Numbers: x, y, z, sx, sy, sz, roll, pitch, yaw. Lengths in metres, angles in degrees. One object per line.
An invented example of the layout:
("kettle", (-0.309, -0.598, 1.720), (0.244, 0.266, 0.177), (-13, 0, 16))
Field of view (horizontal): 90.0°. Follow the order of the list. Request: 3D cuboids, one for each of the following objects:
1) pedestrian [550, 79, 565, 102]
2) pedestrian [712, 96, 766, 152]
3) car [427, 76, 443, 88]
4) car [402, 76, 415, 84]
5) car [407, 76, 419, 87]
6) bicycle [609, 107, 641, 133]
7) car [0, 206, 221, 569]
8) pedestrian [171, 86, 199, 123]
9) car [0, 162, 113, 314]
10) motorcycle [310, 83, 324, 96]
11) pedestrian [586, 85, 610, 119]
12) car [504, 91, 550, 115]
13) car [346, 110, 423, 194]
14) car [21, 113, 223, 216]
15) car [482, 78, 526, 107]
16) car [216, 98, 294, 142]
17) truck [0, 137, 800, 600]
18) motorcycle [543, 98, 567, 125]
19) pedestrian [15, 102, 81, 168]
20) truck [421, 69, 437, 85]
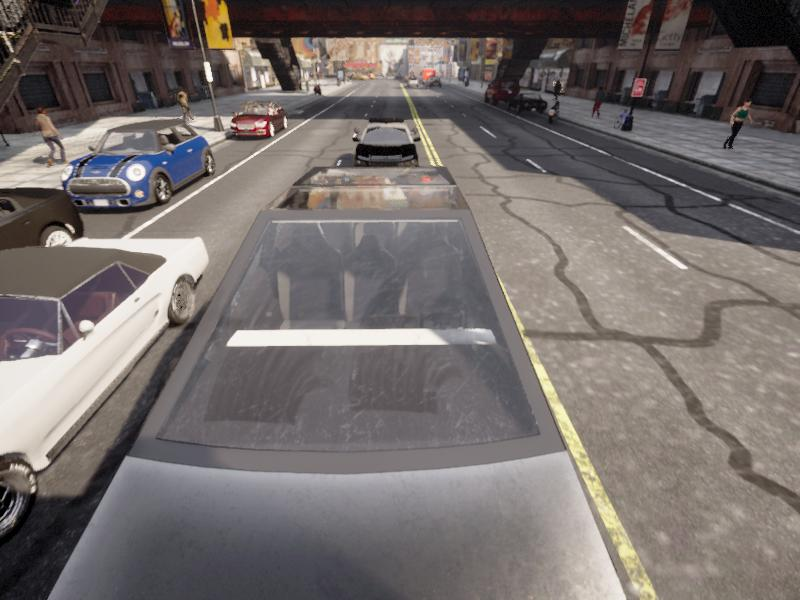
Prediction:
("pedestrian", (14.341, -19.099, 36.473), (0.751, 1.860, 0.751), (-4, 31, -7))
("pedestrian", (12.963, -6.741, 15.348), (0.751, 1.860, 0.751), (2, 30, 3))
("car", (5.698, -36.024, 66.006), (2.038, 1.542, 4.974), (0, 30, -1))
("car", (1.698, -44.276, 80.386), (1.895, 1.301, 4.718), (-4, 31, -7))
("car", (2.169, -36.904, 67.565), (1.851, 1.617, 3.988), (0, 30, -1))
("bicycle", (11.460, -9.215, 20.426), (0.373, 1.024, 1.643), (8, 30, -6))
("car", (-3.767, 0.419, 3.993), (1.895, 1.301, 4.718), (0, 30, -1))
("pedestrian", (-12.400, -11.292, 23.087), (0.751, 1.860, 0.751), (1, 30, 2))
("car", (-6.694, -0.531, 5.373), (2.097, 1.535, 5.008), (-1, 30, -1))
("motorcycle", (-9.331, -23.685, 44.930), (0.856, 1.236, 1.805), (-17, 34, -27))
("pedestrian", (12.302, -12.326, 24.893), (0.751, 1.860, 0.751), (0, 30, -1))
("car", (9.475, -14.909, 30.202), (1.895, 1.301, 4.718), (-1, 30, -1))
("car", (-0.429, -4.927, 12.794), (1.930, 1.638, 5.238), (0, 30, -1))
("car", (-6.936, -3.882, 10.853), (2.185, 1.767, 4.553), (-1, 30, -1))
("car", (9.312, -18.959, 36.400), (2.435, 2.045, 5.566), (-1, 30, -1))
("car", (-7.074, -9.214, 20.217), (2.231, 1.521, 4.892), (-1, 30, -1))
("truck", (-0.263, 0.006, 3.909), (2.390, 2.098, 6.274), (0, 30, -1))
("motorcycle", (9.521, -11.603, 24.532), (0.764, 1.277, 2.356), (16, 34, 24))
("pedestrian", (-11.218, -5.286, 12.823), (0.751, 1.860, 0.751), (0, 30, 0))
("truck", (5.489, -42.779, 76.678), (2.627, 2.467, 5.204), (0, 30, -1))
